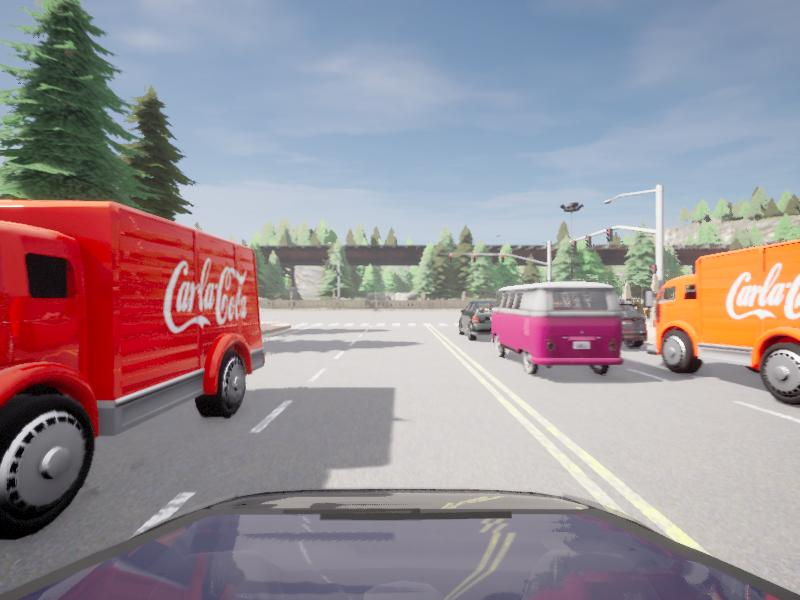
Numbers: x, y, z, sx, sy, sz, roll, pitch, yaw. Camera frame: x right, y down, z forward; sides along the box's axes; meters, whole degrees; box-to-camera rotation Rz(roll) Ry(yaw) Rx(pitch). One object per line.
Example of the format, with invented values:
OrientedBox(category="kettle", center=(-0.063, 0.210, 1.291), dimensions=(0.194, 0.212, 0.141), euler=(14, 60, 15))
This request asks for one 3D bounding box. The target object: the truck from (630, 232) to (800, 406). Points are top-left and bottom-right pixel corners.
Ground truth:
OrientedBox(category="truck", center=(7.004, 0.326, 7.246), dimensions=(2.627, 2.467, 5.204), euler=(0, -2, 0))

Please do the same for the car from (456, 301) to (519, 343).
OrientedBox(category="car", center=(3.502, 0.812, 16.665), dimensions=(1.789, 1.549, 3.705), euler=(0, 0, 0))

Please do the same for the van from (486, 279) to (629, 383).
OrientedBox(category="van", center=(3.501, 0.597, 9.883), dimensions=(1.775, 1.987, 4.442), euler=(0, 0, 0))

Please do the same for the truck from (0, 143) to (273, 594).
OrientedBox(category="truck", center=(-3.495, 0.344, 4.226), dimensions=(2.627, 2.467, 5.204), euler=(0, 1, 0))

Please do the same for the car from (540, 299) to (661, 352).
OrientedBox(category="car", center=(7.001, 0.776, 14.718), dimensions=(2.033, 1.649, 4.856), euler=(0, 0, 0))
